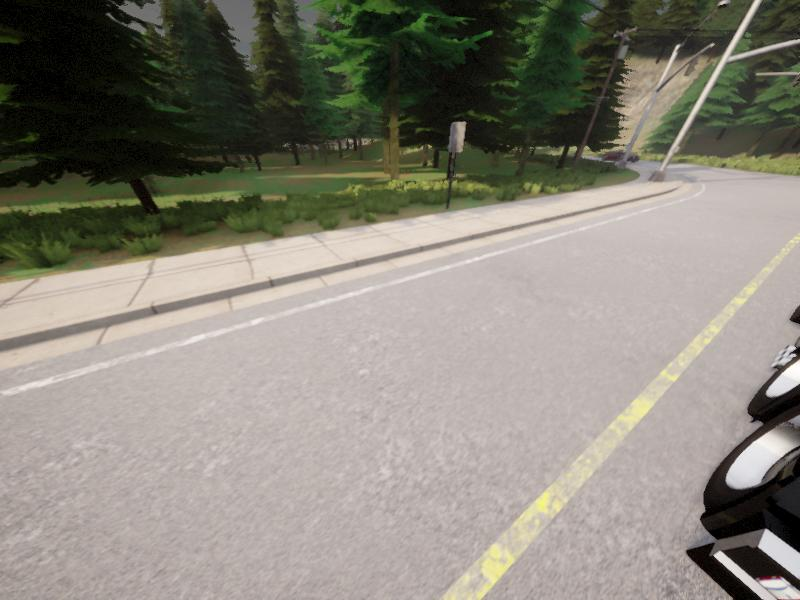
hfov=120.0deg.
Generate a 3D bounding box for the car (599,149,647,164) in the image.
[{"bbox_3d":[27.987,-18.219,29.184,1.994,1.385,4.181,0,35,-1],"label":"car"}]

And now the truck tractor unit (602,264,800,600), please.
[{"bbox_3d":[5.117,-0.292,0.789,6.516,4.208,3.053,-18,39,-24],"label":"truck tractor unit"}]
